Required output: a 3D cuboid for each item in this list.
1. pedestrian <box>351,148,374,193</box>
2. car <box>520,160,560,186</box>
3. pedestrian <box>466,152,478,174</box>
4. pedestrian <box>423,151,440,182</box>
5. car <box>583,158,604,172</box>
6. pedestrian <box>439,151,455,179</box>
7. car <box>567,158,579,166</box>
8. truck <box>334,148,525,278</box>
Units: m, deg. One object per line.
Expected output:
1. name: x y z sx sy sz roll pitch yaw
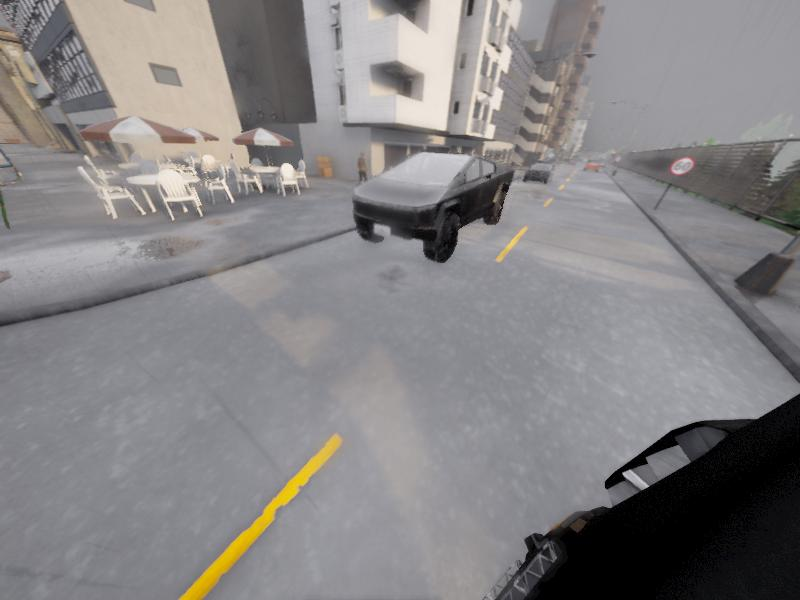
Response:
1. pedestrian: -1.842 -6.405 11.484 0.751 1.860 0.751 18 37 22
2. car: 12.357 -11.225 20.249 1.930 1.638 5.238 23 39 27
3. pedestrian: 7.352 -13.966 23.607 0.751 1.860 0.751 12 35 14
4. pedestrian: 2.249 -9.627 16.675 0.751 1.860 0.751 22 38 26
5. car: 32.899 -23.018 39.397 2.097 1.767 4.553 23 39 27
6. pedestrian: 3.777 -10.767 18.489 0.751 1.860 0.751 22 38 26
7. car: 43.827 -35.090 58.585 1.845 1.501 3.633 23 39 27
8. truck: 1.418 -3.101 6.800 2.390 2.098 6.274 23 39 27
